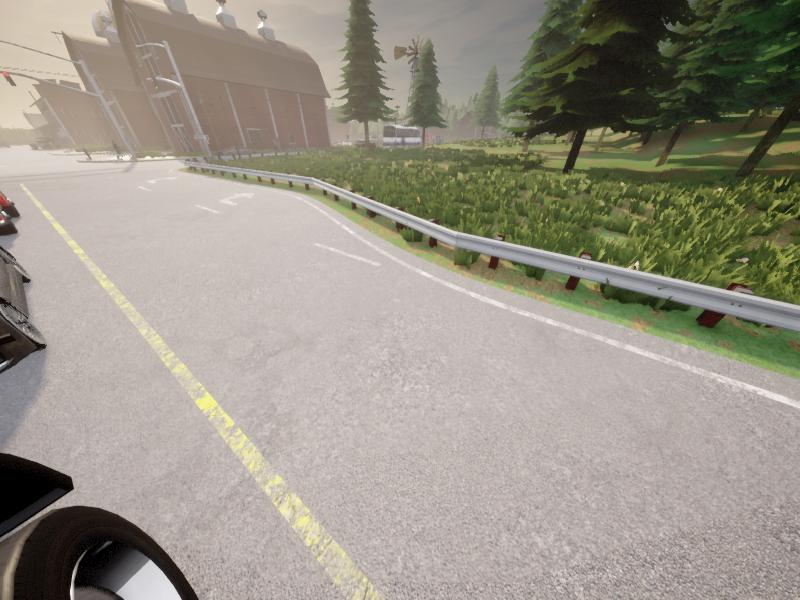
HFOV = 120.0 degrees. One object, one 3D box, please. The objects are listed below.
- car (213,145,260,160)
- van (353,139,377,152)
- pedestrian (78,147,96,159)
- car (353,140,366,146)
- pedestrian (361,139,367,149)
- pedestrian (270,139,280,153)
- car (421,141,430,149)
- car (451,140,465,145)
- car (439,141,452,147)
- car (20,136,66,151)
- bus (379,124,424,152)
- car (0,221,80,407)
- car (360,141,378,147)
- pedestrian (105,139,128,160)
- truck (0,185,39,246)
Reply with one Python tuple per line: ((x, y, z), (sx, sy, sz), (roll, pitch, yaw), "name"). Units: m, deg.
((-20.547, -18.655, 29.131), (1.994, 1.385, 4.181), (22, 41, 28), "car")
((-6.781, -30.191, 45.036), (2.069, 2.038, 4.480), (22, 40, 28), "van")
((-33.739, -15.818, 24.886), (0.500, 1.100, 0.500), (1, 35, 1), "pedestrian")
((-13.441, -52.056, 76.527), (1.816, 1.474, 4.193), (22, 40, 27), "car")
((-7.799, -33.640, 49.775), (0.751, 1.860, 0.751), (16, 38, 21), "pedestrian")
((-19.443, -23.964, 35.947), (0.751, 1.860, 0.751), (23, 41, 29), "pedestrian")
((6.246, -37.673, 56.164), (1.845, 1.501, 3.633), (6, 36, 8), "car")
((22.822, -62.000, 90.866), (5.008, 1.535, 1.882), (22, 41, 28), "car")
((13.721, -46.751, 69.168), (1.837, 1.490, 4.892), (22, 41, 28), "car")
((-65.225, -28.692, 42.296), (3.866, 1.878, 1.905), (-6, 41, -6), "car")
((0.589, -33.735, 48.200), (3.944, 4.253, 10.273), (22, 41, 28), "bus")
((-6.373, -0.094, 2.712), (4.902, 1.511, 2.128), (22, 41, 28), "car")
((-8.929, -44.680, 66.096), (4.902, 1.511, 2.128), (21, 40, 27), "car")
((-29.649, -15.762, 24.204), (0.751, 1.860, 0.751), (-29, 44, -35), "pedestrian")
((-12.585, -2.885, 5.778), (5.204, 2.467, 2.627), (22, 40, 27), "truck")
